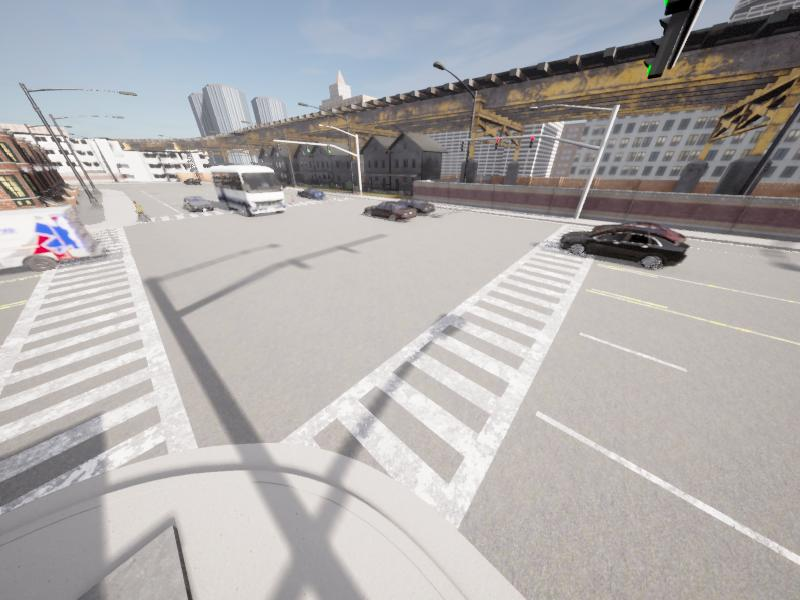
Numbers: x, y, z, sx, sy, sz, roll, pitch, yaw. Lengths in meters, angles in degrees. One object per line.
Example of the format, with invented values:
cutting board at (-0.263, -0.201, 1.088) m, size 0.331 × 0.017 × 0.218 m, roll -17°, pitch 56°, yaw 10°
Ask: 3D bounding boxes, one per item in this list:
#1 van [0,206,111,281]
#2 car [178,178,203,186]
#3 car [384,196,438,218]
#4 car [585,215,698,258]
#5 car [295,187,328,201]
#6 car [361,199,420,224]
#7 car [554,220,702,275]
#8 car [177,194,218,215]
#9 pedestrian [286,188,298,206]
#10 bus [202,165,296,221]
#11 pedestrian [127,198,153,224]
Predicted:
van at (-17.754, -2.238, 9.751) m, size 6.366 × 2.431 × 2.351 m, roll -26°, pitch 39°, yaw -37°
car at (-52.641, -29.723, 58.144) m, size 5.238 × 1.638 × 1.930 m, roll 11°, pitch 32°, yaw 18°
car at (1.040, -9.618, 23.567) m, size 5.357 × 1.411 × 2.033 m, roll 24°, pitch 38°, yaw 35°
car at (13.948, -3.908, 13.704) m, size 4.181 × 1.385 × 1.994 m, roll 24°, pitch 38°, yaw 35°
car at (-13.329, -15.961, 34.553) m, size 5.357 × 1.411 × 2.033 m, roll 24°, pitch 38°, yaw 35°
car at (-0.956, -8.165, 21.050) m, size 5.357 × 1.411 × 2.033 m, roll 24°, pitch 38°, yaw 35°
car at (11.106, -2.881, 11.798) m, size 4.892 × 1.490 × 1.837 m, roll 24°, pitch 38°, yaw 35°
car at (-21.979, -10.436, 24.985) m, size 5.357 × 1.411 × 2.033 m, roll 24°, pitch 37°, yaw 35°
pedestrian at (-12.987, -12.409, 27.888) m, size 0.751 × 1.860 × 0.751 m, roll -1°, pitch 30°, yaw -1°
bus at (-15.476, -11.221, 23.492) m, size 10.273 × 4.253 × 3.944 m, roll 24°, pitch 37°, yaw 35°
pedestrian at (-21.481, -7.341, 19.109) m, size 0.751 × 1.860 × 0.751 m, roll 26°, pitch 39°, yaw 38°
